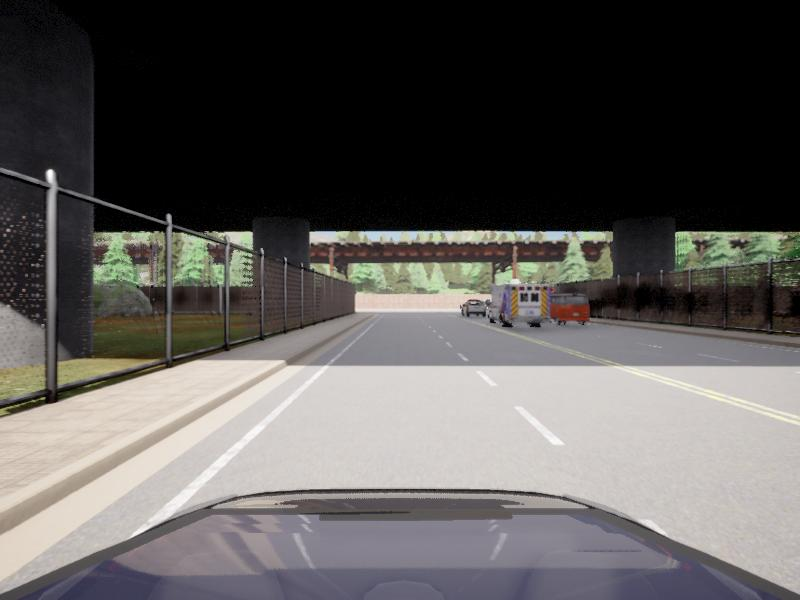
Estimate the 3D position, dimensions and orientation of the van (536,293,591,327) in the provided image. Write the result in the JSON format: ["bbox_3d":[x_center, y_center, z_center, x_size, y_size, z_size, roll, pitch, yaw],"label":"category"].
[{"bbox_3d":[10.495,0.594,26.025,1.775,1.987,4.442,0,0,0],"label":"van"}]

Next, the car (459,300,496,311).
[{"bbox_3d":[11.634,0.762,60.335,5.238,1.638,1.930,0,0,1],"label":"car"}]

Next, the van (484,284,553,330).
[{"bbox_3d":[6.998,0.374,24.500,2.351,2.431,6.366,0,0,0],"label":"van"}]

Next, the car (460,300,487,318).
[{"bbox_3d":[6.997,0.782,38.228,1.851,1.617,3.988,0,0,0],"label":"car"}]
